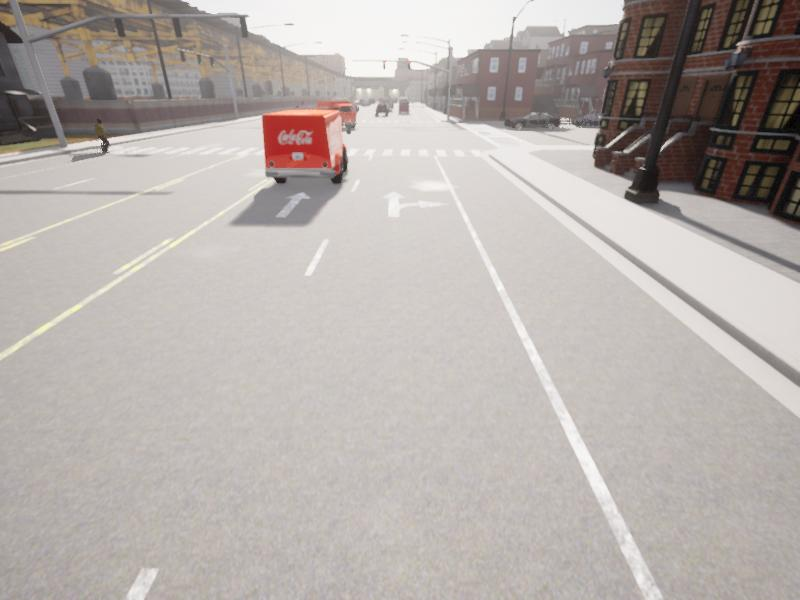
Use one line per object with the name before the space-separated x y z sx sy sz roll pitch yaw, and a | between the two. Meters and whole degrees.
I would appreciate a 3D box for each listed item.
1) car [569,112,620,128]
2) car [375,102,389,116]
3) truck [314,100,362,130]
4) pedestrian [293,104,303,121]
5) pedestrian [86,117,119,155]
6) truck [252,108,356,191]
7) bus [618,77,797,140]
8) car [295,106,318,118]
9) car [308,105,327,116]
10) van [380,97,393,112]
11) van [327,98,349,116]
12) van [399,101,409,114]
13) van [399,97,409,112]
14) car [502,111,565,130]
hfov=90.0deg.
car | 20.454 -18.944 42.156 4.181 1.385 1.994 1 27 1
car | -2.832 -30.584 63.991 1.932 1.855 4.605 0 27 0
truck | -6.262 -18.559 39.945 2.627 2.467 5.204 -17 32 -28
pedestrian | -12.525 -23.030 49.180 0.751 1.860 0.751 11 29 20
pedestrian | -16.119 -8.901 21.686 0.751 1.860 0.751 -6 28 -11
truck | -3.420 -6.105 15.757 2.627 2.467 5.204 1 27 1
bus | 24.168 -15.444 32.240 10.273 4.253 3.944 0 27 0
car | -13.406 -27.244 57.924 2.033 1.411 5.357 1 27 0
car | -13.328 -30.862 64.956 2.033 1.411 5.357 0 27 0
van | -2.653 -38.928 79.608 2.351 2.431 6.366 0 27 0
van | -9.831 -30.904 63.941 2.351 2.431 6.366 0 27 0
van | 0.731 -34.002 70.552 1.775 1.987 4.442 1 27 0
van | 0.840 -39.987 81.578 1.988 2.561 5.915 1 28 1
car | 12.929 -17.510 38.997 5.238 1.638 1.930 0 27 0
